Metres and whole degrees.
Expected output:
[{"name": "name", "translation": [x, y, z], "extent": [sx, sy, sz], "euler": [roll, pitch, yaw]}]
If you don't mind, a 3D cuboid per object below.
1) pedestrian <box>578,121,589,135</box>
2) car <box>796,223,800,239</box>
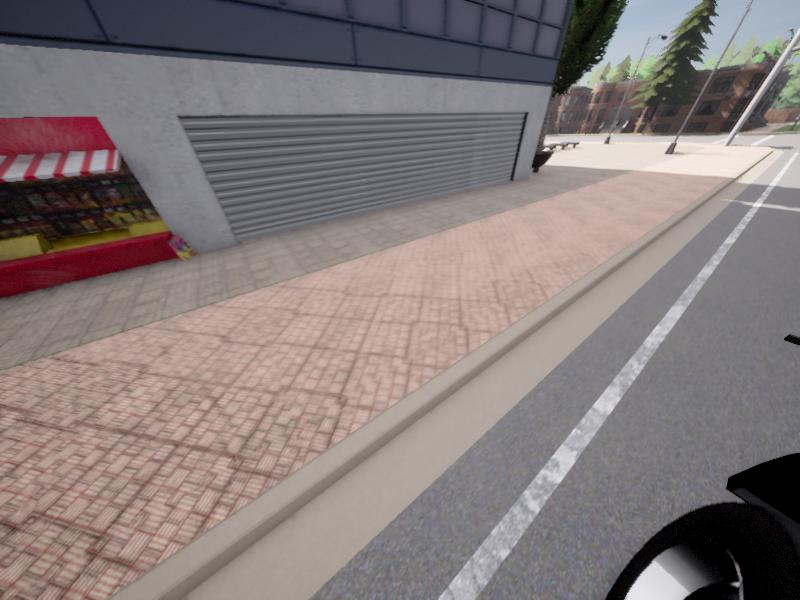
[{"name": "pedestrian", "translation": [31.823, -29.781, 40.032], "extent": [0.751, 1.860, 0.751], "euler": [-24, 42, -26]}, {"name": "car", "translation": [11.272, -2.509, 5.033], "extent": [5.238, 1.638, 1.930], "euler": [-24, 42, -26]}]
